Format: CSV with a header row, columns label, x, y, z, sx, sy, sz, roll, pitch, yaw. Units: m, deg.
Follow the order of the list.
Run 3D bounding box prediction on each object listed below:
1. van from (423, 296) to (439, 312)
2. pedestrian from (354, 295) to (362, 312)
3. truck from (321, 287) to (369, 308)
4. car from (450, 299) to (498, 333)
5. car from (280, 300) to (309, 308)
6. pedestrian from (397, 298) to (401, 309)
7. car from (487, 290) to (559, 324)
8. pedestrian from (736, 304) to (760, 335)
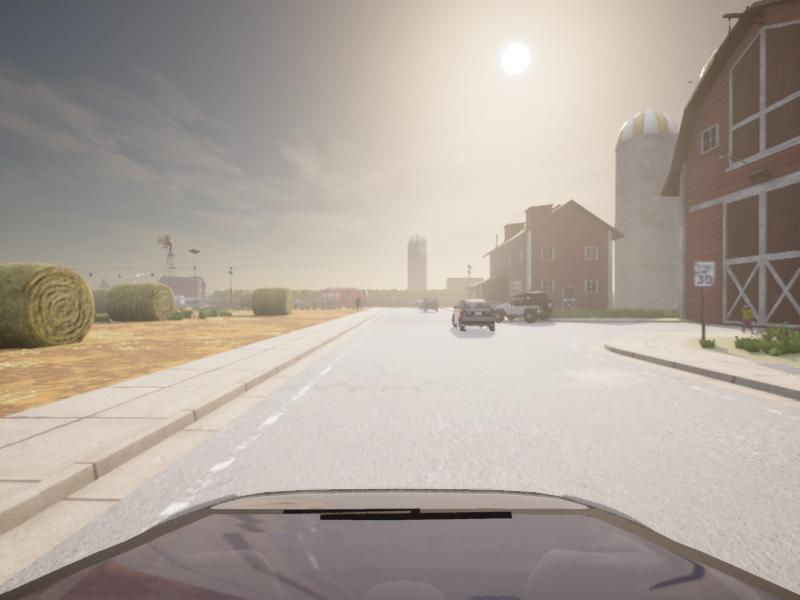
label,x,y,z,sx,sy,sz,roll,pitch,yaw
van,4.007,0.519,52.817,1.775,1.987,4.442,0,0,1
pedestrian,-4.790,0.415,45.579,0.751,1.860,0.751,0,0,6
truck,-10.096,-0.411,74.131,8.468,3.827,2.891,0,0,1
car,3.687,0.726,20.478,1.789,1.549,3.705,-1,0,1
car,-19.534,0.759,74.372,4.792,1.488,2.163,0,0,1
pedestrian,-0.190,0.534,68.859,0.751,1.860,0.751,0,0,-1
car,7.918,0.451,25.962,1.905,1.878,3.866,-8,3,-42
pedestrian,12.788,0.700,14.703,0.500,1.100,0.500,0,0,-17
